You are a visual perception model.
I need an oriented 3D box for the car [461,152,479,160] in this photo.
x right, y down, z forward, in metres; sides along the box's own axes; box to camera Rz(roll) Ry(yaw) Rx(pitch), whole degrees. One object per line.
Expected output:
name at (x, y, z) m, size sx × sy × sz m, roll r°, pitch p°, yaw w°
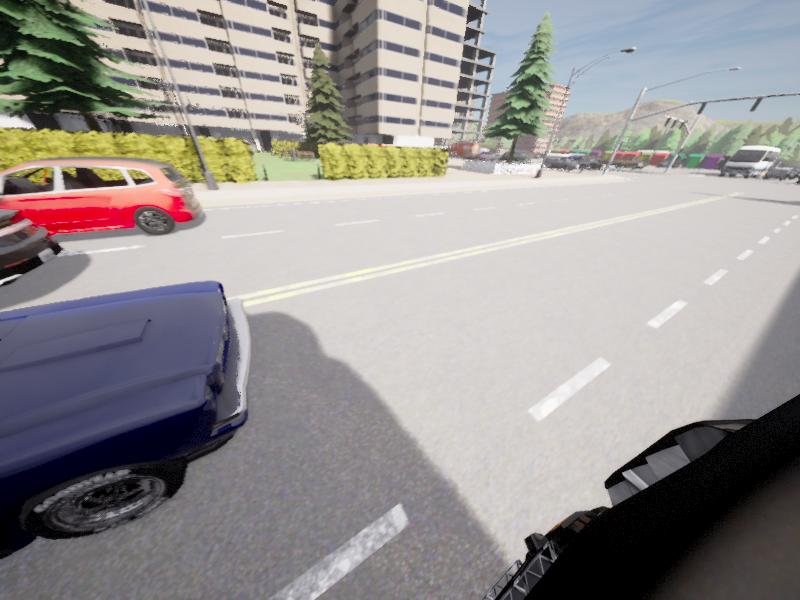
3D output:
car at (17.452, -35.932, 57.630) m, size 1.970 × 1.475 × 3.806 m, roll -16°, pitch 38°, yaw -26°

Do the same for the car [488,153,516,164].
car at (20.733, -28.929, 47.139) m, size 2.242 × 1.667 × 4.611 m, roll -16°, pitch 38°, yaw -26°

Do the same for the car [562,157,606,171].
car at (30.745, -22.821, 38.739) m, size 1.930 × 1.638 × 5.238 m, roll -16°, pitch 38°, yaw -25°

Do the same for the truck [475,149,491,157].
truck at (26.491, -46.939, 73.838) m, size 2.069 × 2.038 × 4.478 m, roll -16°, pitch 38°, yaw -26°

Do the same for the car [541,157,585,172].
car at (24.879, -20.876, 35.534) m, size 2.128 × 1.511 × 4.902 m, roll -16°, pitch 38°, yaw -26°

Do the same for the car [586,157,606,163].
car at (59.204, -42.339, 69.820) m, size 1.784 × 1.438 × 3.905 m, roll -16°, pitch 38°, yaw -26°

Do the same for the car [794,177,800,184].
car at (56.058, -16.513, 31.110) m, size 4.856 × 1.649 × 2.033 m, roll -16°, pitch 38°, yaw -25°

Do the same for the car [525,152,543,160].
car at (44.355, -47.942, 76.769) m, size 1.932 × 1.855 × 4.605 m, roll -16°, pitch 38°, yaw -26°

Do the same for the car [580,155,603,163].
car at (56.672, -41.824, 68.492) m, size 1.932 × 1.855 × 4.605 m, roll -16°, pitch 38°, yaw -26°

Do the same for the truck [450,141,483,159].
truck at (17.666, -40.663, 62.521) m, size 2.891 × 3.827 × 8.468 m, roll -16°, pitch 38°, yaw -26°

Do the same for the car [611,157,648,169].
car at (45.920, -27.502, 46.316) m, size 1.932 × 1.855 × 4.605 m, roll -16°, pitch 38°, yaw -26°

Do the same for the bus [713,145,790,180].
bus at (56.358, -22.056, 37.045) m, size 10.273 × 4.253 × 3.944 m, roll -15°, pitch 38°, yaw -25°

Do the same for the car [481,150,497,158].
car at (28.959, -47.617, 75.196) m, size 1.932 × 1.855 × 4.605 m, roll -16°, pitch 38°, yaw -26°

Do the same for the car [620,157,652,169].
car at (48.453, -28.193, 47.535) m, size 1.905 × 1.878 × 3.866 m, roll -16°, pitch 38°, yaw -26°

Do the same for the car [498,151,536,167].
car at (20.707, -25.243, 41.285) m, size 2.150 × 2.045 × 5.566 m, roll -16°, pitch 38°, yaw -26°

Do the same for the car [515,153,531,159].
car at (39.540, -46.326, 74.449) m, size 1.970 × 1.475 × 3.806 m, roll -16°, pitch 38°, yaw -26°

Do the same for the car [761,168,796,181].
car at (58.074, -19.249, 35.452) m, size 4.892 × 1.490 × 1.837 m, roll -15°, pitch 38°, yaw -25°

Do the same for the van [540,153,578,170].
van at (26.568, -23.309, 38.814) m, size 2.069 × 2.038 × 4.480 m, roll -16°, pitch 38°, yaw -26°

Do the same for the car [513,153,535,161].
car at (33.998, -39.231, 63.319) m, size 2.242 × 1.667 × 4.611 m, roll -16°, pitch 38°, yaw -26°

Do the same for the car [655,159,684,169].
car at (65.427, -33.101, 56.073) m, size 1.905 × 1.878 × 3.866 m, roll -16°, pitch 38°, yaw -26°

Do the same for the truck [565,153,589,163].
truck at (49.589, -39.826, 64.835) m, size 2.069 × 2.038 × 4.478 m, roll -16°, pitch 38°, yaw -26°

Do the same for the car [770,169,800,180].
car at (65.152, -21.133, 38.824) m, size 4.902 × 1.511 × 2.128 m, roll -15°, pitch 38°, yaw -25°

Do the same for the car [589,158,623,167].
car at (47.584, -31.884, 53.412) m, size 2.033 × 1.415 × 5.357 m, roll -16°, pitch 38°, yaw -26°

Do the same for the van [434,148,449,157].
van at (12.516, -44.957, 70.238) m, size 1.775 × 1.987 × 4.442 m, roll -16°, pitch 38°, yaw -26°

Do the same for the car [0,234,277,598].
car at (-3.497, 0.886, 1.181) m, size 4.718 × 1.301 × 1.895 m, roll -16°, pitch 38°, yaw -26°

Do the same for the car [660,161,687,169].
car at (67.930, -33.618, 57.454) m, size 1.970 × 1.475 × 3.806 m, roll -16°, pitch 38°, yaw -26°

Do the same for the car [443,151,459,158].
car at (13.859, -39.492, 62.699) m, size 1.970 × 1.475 × 3.806 m, roll -16°, pitch 38°, yaw -26°

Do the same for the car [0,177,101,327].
car at (-7.590, -0.269, 2.425) m, size 4.902 × 1.511 × 2.128 m, roll -16°, pitch 38°, yaw -26°

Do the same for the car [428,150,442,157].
car at (10.282, -43.037, 67.746) m, size 1.970 × 1.475 × 3.806 m, roll -16°, pitch 38°, yaw -26°

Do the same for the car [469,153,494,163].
car at (16.560, -29.090, 47.288) m, size 1.812 × 1.442 × 4.674 m, roll -16°, pitch 38°, yaw -26°

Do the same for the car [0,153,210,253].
car at (-7.862, -2.503, 5.603) m, size 4.611 × 1.667 × 2.242 m, roll -16°, pitch 38°, yaw -26°
